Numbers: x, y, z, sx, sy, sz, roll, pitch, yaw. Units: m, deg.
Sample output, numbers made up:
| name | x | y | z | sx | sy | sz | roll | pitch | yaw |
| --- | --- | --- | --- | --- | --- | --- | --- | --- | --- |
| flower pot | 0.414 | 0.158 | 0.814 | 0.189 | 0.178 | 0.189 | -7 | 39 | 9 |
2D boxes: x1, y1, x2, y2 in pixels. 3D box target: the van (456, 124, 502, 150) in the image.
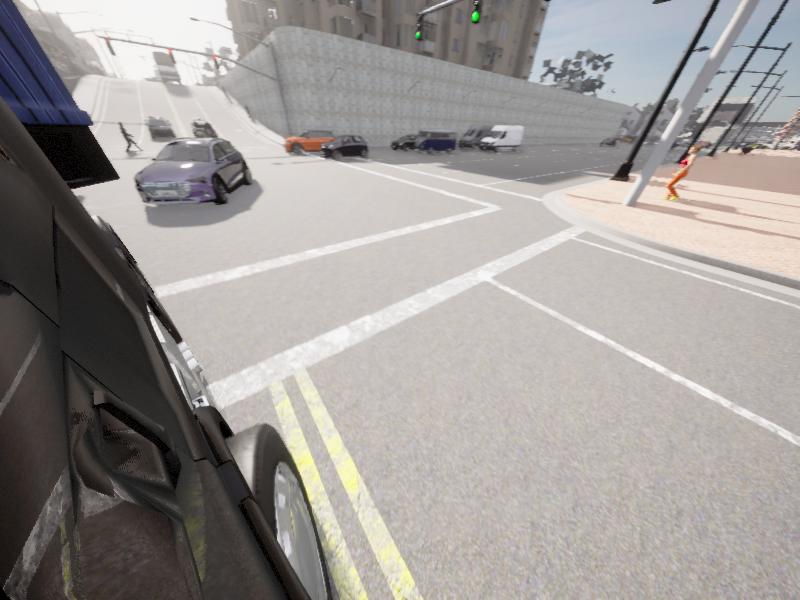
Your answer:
| name | x | y | z | sx | sy | sz | roll | pitch | yaw |
| --- | --- | --- | --- | --- | --- | --- | --- | --- | --- |
| van | 10.203 | -21.036 | 29.869 | 5.915 | 2.561 | 1.988 | -23 | 44 | -30 |

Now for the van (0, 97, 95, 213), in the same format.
| name | x | y | z | sx | sy | sz | roll | pitch | yaw |
| --- | --- | --- | --- | --- | --- | --- | --- | --- | --- |
| van | -12.738 | -3.230 | 5.235 | 6.366 | 2.431 | 2.351 | -23 | 44 | -30 |

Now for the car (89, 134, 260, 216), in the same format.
| name | x | y | z | sx | sy | sz | roll | pitch | yaw |
| --- | --- | --- | --- | --- | --- | --- | --- | --- | --- |
| car | -6.785 | -4.538 | 7.925 | 2.033 | 1.649 | 4.856 | -6 | 38 | -11 |

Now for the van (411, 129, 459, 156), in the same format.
| name | x | y | z | sx | sy | sz | roll | pitch | yaw |
| --- | --- | --- | --- | --- | --- | --- | --- | --- | --- |
| van | 3.366 | -15.246 | 22.319 | 4.442 | 1.987 | 1.775 | -23 | 44 | -30 |

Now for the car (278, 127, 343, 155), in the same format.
| name | x | y | z | sx | sy | sz | roll | pitch | yaw |
| --- | --- | --- | --- | --- | --- | --- | --- | --- | --- |
| car | -7.515 | -13.529 | 19.664 | 4.553 | 1.767 | 2.097 | -17 | 41 | -23 |

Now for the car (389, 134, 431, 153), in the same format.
| name | x | y | z | sx | sy | sz | roll | pitch | yaw |
| --- | --- | --- | --- | --- | --- | --- | --- | --- | --- |
| car | 1.064 | -16.693 | 24.547 | 4.193 | 1.474 | 1.816 | -23 | 44 | -30 |

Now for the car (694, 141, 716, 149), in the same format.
| name | x | y | z | sx | sy | sz | roll | pitch | yaw |
| --- | --- | --- | --- | --- | --- | --- | --- | --- | --- |
| car | 70.923 | -36.098 | 53.730 | 4.514 | 1.525 | 2.007 | -20 | 42 | -27 |

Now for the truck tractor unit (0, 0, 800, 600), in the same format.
| name | x | y | z | sx | sy | sz | roll | pitch | yaw |
| --- | --- | --- | --- | --- | --- | --- | --- | --- | --- |
| truck tractor unit | -2.645 | -0.295 | 0.351 | 6.516 | 4.208 | 3.053 | 28 | 44 | 30 |

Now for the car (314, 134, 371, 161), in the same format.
| name | x | y | z | sx | sy | sz | roll | pitch | yaw |
| --- | --- | --- | --- | --- | --- | --- | --- | --- | --- |
| car | -4.214 | -11.522 | 17.390 | 3.633 | 1.501 | 1.845 | -29 | 47 | -35 |

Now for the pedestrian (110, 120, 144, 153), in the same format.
| name | x | y | z | sx | sy | sz | roll | pitch | yaw |
| --- | --- | --- | --- | --- | --- | --- | --- | --- | --- |
| pedestrian | -19.184 | -11.478 | 16.276 | 0.751 | 1.860 | 0.751 | -25 | 45 | -31 |

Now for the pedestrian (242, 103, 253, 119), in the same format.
| name | x | y | z | sx | sy | sz | roll | pitch | yaw |
| --- | --- | --- | --- | --- | --- | --- | --- | --- | --- |
| pedestrian | -23.315 | -28.922 | 35.334 | 0.751 | 1.860 | 0.751 | -22 | 43 | -29 |

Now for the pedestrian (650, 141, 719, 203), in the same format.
| name | x | y | z | sx | sy | sz | roll | pitch | yaw |
| --- | --- | --- | --- | --- | --- | --- | --- | --- | --- |
| pedestrian | 10.358 | -4.685 | 8.500 | 0.751 | 1.860 | 0.751 | -29 | 47 | -34 |

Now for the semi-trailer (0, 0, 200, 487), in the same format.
| name | x | y | z | sx | sy | sz | roll | pitch | yaw |
| --- | --- | --- | --- | --- | --- | --- | --- | --- | --- |
| semi-trailer | -10.042 | -0.742 | 0.400 | 14.254 | 4.402 | 2.717 | -4 | 37 | -8 |

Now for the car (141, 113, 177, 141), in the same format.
| name | x | y | z | sx | sy | sz | roll | pitch | yaw |
| --- | --- | --- | --- | --- | --- | --- | --- | --- | --- |
| car | -24.823 | -17.927 | 23.872 | 1.930 | 1.638 | 5.238 | -23 | 49 | -30 |

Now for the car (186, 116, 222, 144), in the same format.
| name | x | y | z | sx | sy | sz | roll | pitch | yaw |
| --- | --- | --- | --- | --- | --- | --- | --- | --- | --- |
| car | -20.423 | -17.755 | 24.032 | 1.932 | 1.855 | 4.605 | -24 | 48 | -30 |

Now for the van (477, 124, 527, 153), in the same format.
| name | x | y | z | sx | sy | sz | roll | pitch | yaw |
| --- | --- | --- | --- | --- | --- | --- | --- | --- | --- |
| van | 12.154 | -19.239 | 27.585 | 5.915 | 2.561 | 1.988 | -23 | 44 | -30 |

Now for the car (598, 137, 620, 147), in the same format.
| name | x | y | z | sx | sy | sz | roll | pitch | yaw |
| --- | --- | --- | --- | --- | --- | --- | --- | --- | --- |
| car | 41.775 | -31.569 | 46.192 | 3.705 | 1.549 | 1.789 | -23 | 44 | -30 |

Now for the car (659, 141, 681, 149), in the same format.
| name | x | y | z | sx | sy | sz | roll | pitch | yaw |
| --- | --- | --- | --- | --- | --- | --- | --- | --- | --- |
| car | 56.757 | -32.621 | 48.545 | 4.718 | 1.301 | 1.895 | -23 | 44 | -30 |

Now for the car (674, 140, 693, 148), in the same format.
| name | x | y | z | sx | sy | sz | roll | pitch | yaw |
| --- | --- | --- | --- | --- | --- | --- | --- | --- | --- |
| car | 68.326 | -37.611 | 55.658 | 3.806 | 1.475 | 1.970 | -23 | 43 | -29 |
